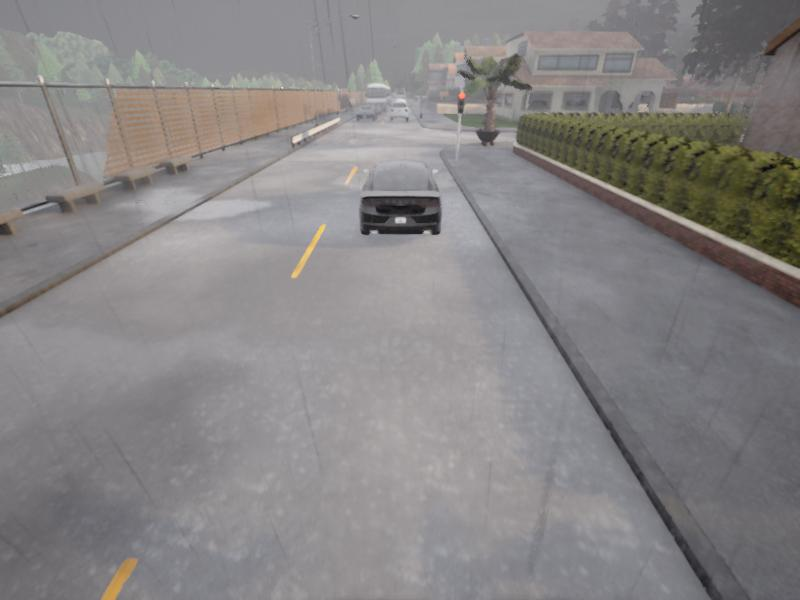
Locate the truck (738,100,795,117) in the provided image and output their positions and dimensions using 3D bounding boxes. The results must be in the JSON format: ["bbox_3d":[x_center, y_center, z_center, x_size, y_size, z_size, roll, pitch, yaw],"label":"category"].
[{"bbox_3d":[53.584,-28.193,58.700,2.390,2.098,6.274,0,27,0],"label":"truck"}]

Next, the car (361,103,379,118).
[{"bbox_3d":[-3.950,-25.596,54.007,2.033,1.649,4.856,0,27,0],"label":"car"}]

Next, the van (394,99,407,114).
[{"bbox_3d":[0.059,-30.715,63.430,2.069,2.038,4.480,0,27,0],"label":"van"}]

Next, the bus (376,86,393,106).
[{"bbox_3d":[-3.787,-51.408,100.825,3.944,4.253,10.273,0,27,0],"label":"bus"}]

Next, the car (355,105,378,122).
[{"bbox_3d":[-3.943,-22.218,47.512,2.152,1.651,5.027,1,27,1],"label":"car"}]

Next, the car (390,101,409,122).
[{"bbox_3d":[-0.034,-22.499,47.608,2.150,2.045,5.566,1,28,1],"label":"car"}]

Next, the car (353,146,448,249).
[{"bbox_3d":[0.015,-2.937,10.513,1.882,1.535,5.008,0,27,0],"label":"car"}]

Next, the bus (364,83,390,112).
[{"bbox_3d":[-3.812,-35.495,70.202,3.944,4.253,10.273,0,27,0],"label":"bus"}]
